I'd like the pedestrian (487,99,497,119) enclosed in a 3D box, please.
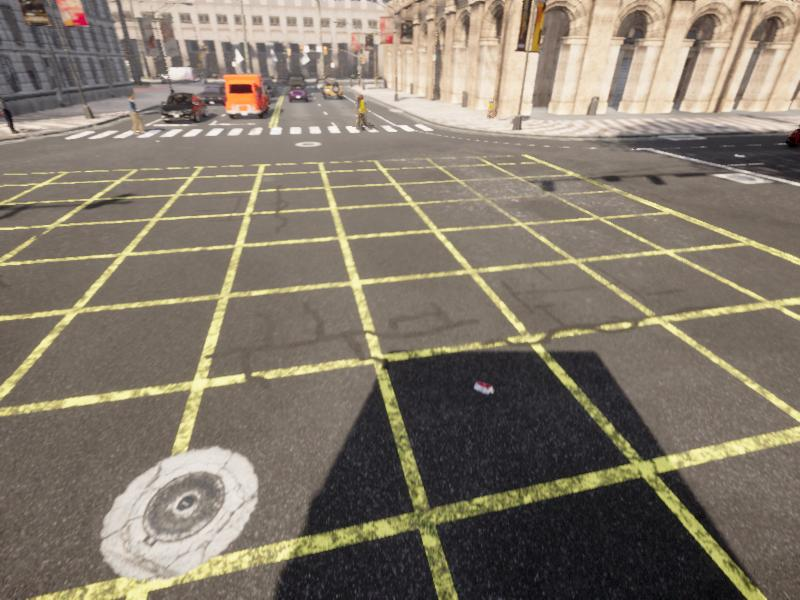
[{"bbox_3d":[5.833,-12.146,25.466,0.500,1.100,0.500,6,31,9],"label":"pedestrian"}]

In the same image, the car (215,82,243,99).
[{"bbox_3d":[-18.109,-22.293,42.493,1.994,1.385,4.181,-6,31,-12],"label":"car"}]

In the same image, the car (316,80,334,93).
[{"bbox_3d":[-9.825,-27.740,52.029,1.895,1.301,4.718,-6,31,-11],"label":"car"}]

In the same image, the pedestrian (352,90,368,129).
[{"bbox_3d":[-2.218,-10.493,22.045,0.751,1.860,0.751,-4,31,-8],"label":"pedestrian"}]

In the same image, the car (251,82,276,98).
[{"bbox_3d":[-14.803,-22.933,43.645,1.994,1.385,4.181,-5,31,-10],"label":"car"}]

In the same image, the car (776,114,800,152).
[{"bbox_3d":[19.295,-7.205,17.330,4.181,1.385,1.994,-6,31,-11],"label":"car"}]

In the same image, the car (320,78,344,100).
[{"bbox_3d":[-7.171,-22.081,41.816,1.932,1.855,4.605,-6,31,-11],"label":"car"}]

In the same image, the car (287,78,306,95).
[{"bbox_3d":[-12.694,-26.234,49.060,1.930,1.638,5.238,-6,31,-11],"label":"car"}]

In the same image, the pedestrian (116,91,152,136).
[{"bbox_3d":[-12.751,-8.969,19.253,0.751,1.860,0.751,-3,30,-6],"label":"pedestrian"}]

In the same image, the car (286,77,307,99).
[{"bbox_3d":[-11.147,-22.982,43.276,1.905,1.878,3.866,-6,31,-11],"label":"car"}]

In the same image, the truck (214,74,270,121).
[{"bbox_3d":[-10.300,-13.595,26.662,2.627,2.467,5.204,-6,31,-12],"label":"truck"}]

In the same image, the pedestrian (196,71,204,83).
[{"bbox_3d":[-37.398,-41.662,74.761,0.751,1.860,0.751,16,34,24],"label":"pedestrian"}]

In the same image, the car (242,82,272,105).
[{"bbox_3d":[-12.901,-18.803,36.342,1.930,1.638,5.238,-6,31,-12],"label":"car"}]

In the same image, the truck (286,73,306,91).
[{"bbox_3d":[-14.496,-30.471,55.824,2.390,2.098,6.274,-6,31,-11],"label":"truck"}]

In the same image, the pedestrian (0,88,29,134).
[{"bbox_3d":[-18.005,-8.623,18.268,0.751,1.860,0.751,-7,31,-13],"label":"pedestrian"}]

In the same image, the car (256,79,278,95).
[{"bbox_3d":[-16.201,-26.104,48.935,2.163,1.488,4.792,-6,31,-11],"label":"car"}]

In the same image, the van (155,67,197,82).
[{"bbox_3d":[-42.902,-43.185,76.748,6.366,2.431,2.351,-6,31,-11],"label":"van"}]

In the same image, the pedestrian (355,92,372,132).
[{"bbox_3d":[-1.900,-9.814,20.888,0.751,1.860,0.751,-6,31,-10],"label":"pedestrian"}]

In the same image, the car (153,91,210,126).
[{"bbox_3d":[-13.293,-11.904,24.674,1.837,1.490,4.892,-6,31,-12],"label":"car"}]

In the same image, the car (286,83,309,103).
[{"bbox_3d":[-9.829,-19.867,38.382,1.816,1.474,4.193,-6,31,-11],"label":"car"}]

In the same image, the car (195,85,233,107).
[{"bbox_3d":[-16.144,-17.952,35.074,2.033,1.411,5.357,-6,31,-12],"label":"car"}]
